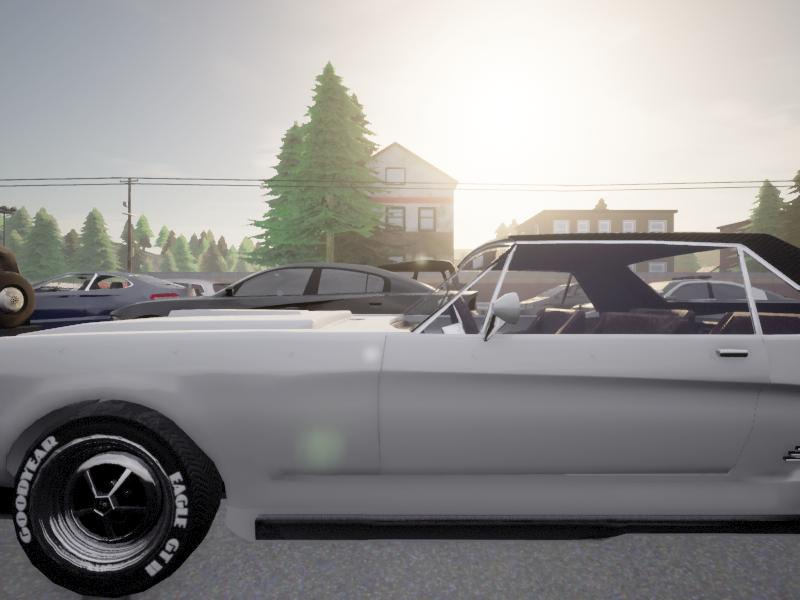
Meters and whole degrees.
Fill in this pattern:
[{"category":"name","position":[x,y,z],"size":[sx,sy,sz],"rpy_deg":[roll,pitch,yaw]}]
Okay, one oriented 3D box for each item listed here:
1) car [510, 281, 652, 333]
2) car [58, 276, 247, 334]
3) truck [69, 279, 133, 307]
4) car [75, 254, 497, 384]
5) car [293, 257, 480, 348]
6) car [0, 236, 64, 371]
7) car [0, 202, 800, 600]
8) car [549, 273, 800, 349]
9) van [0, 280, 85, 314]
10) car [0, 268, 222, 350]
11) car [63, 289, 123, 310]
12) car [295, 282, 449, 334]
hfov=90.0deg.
[{"category":"car","position":[5.601,0.215,12.732],"size":[3.705,1.549,1.789],"rpy_deg":[0,0,0]},{"category":"car","position":[-7.559,0.156,12.661],"size":[4.611,1.667,2.242],"rpy_deg":[0,0,-1]},{"category":"truck","position":[-42.713,-0.925,57.547],"size":[2.891,3.827,8.468],"rpy_deg":[0,0,0]},{"category":"car","position":[-1.348,0.223,5.694],"size":[5.008,1.535,1.882],"rpy_deg":[0,0,0]},{"category":"car","position":[-0.280,0.046,9.200],"size":[3.866,1.878,1.905],"rpy_deg":[0,0,0]},{"category":"car","position":[-7.490,0.046,5.660],"size":[3.866,1.878,1.905],"rpy_deg":[0,0,0]},{"category":"car","position":[0.559,0.344,2.203],"size":[4.718,1.301,1.895],"rpy_deg":[0,0,0]},{"category":"car","position":[6.297,0.226,9.236],"size":[4.974,1.542,2.038],"rpy_deg":[0,0,0]},{"category":"van","position":[-28.741,-0.222,31.781],"size":[2.351,2.431,6.366],"rpy_deg":[0,0,0]},{"category":"car","position":[-7.069,0.181,9.172],"size":[5.027,1.651,2.152],"rpy_deg":[0,0,0]},{"category":"car","position":[-32.230,-0.031,42.255],"size":[2.150,2.045,5.566],"rpy_deg":[0,0,0]},{"category":"car","position":[-0.816,0.228,12.696],"size":[4.514,1.525,2.007],"rpy_deg":[0,0,0]}]
